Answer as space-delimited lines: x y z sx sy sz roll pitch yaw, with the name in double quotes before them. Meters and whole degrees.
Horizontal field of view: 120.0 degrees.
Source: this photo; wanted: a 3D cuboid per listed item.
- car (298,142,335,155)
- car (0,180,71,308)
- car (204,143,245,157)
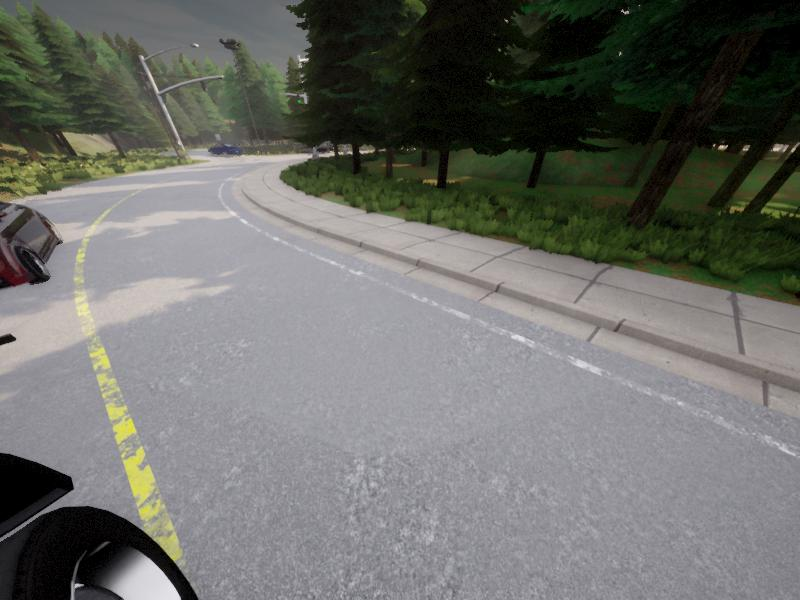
"car" -12.949 -23.722 36.180 2.128 1.511 4.902 24 41 29
"car" -8.281 -1.064 4.179 4.181 1.385 1.994 30 45 35
"car" -24.512 -21.010 32.276 5.008 1.535 1.882 15 38 20
